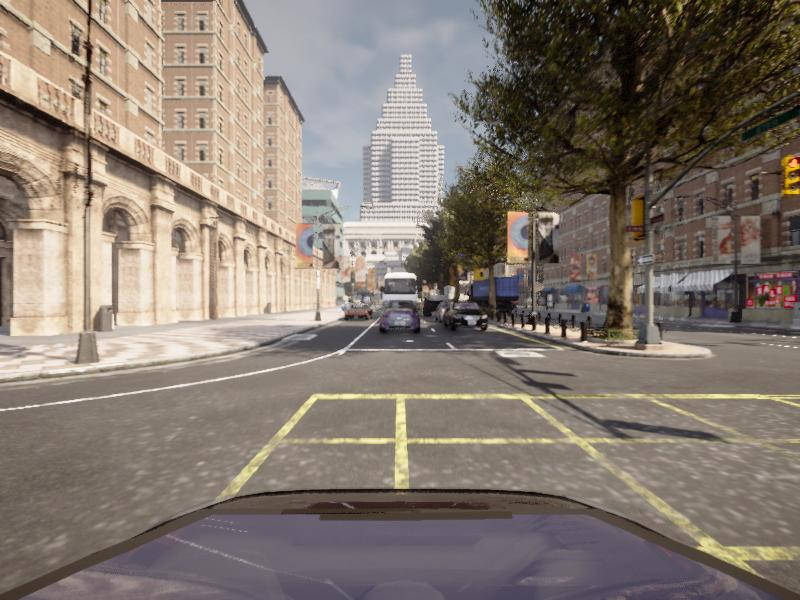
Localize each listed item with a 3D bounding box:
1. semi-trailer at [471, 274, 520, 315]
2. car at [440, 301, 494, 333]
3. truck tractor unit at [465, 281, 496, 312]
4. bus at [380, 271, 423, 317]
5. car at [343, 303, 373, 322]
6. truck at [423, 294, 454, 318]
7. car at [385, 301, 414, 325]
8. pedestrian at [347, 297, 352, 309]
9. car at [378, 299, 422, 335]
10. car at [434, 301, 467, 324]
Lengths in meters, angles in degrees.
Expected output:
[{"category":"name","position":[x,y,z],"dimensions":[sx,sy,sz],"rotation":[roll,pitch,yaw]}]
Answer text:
[{"category":"semi-trailer","position":[11.493,-0.626,49.895],"dimensions":[2.717,4.402,14.254],"rotation":[0,0,0]},{"category":"car","position":[3.501,0.833,21.862],"dimensions":[2.128,1.511,4.902],"rotation":[0,0,0]},{"category":"truck tractor unit","position":[11.507,-0.533,57.812],"dimensions":[3.053,4.208,6.516],"rotation":[0,0,0]},{"category":"bus","position":[0.136,-0.540,41.948],"dimensions":[3.944,4.253,10.273],"rotation":[0,0,0]},{"category":"car","position":[-3.249,0.935,31.643],"dimensions":[1.895,1.301,4.718],"rotation":[0,0,0]},{"category":"truck","position":[3.500,0.538,37.720],"dimensions":[2.390,2.098,6.274],"rotation":[0,0,0]},{"category":"car","position":[-0.001,0.840,27.824],"dimensions":[1.837,1.490,4.892],"rotation":[0,0,0]},{"category":"pedestrian","position":[-8.040,0.477,63.697],"dimensions":[0.751,1.860,0.751],"rotation":[0,0,-3]},{"category":"car","position":[-0.002,0.775,20.697],"dimensions":[2.033,1.649,4.856],"rotation":[0,0,0]},{"category":"car","position":[3.499,0.823,28.399],"dimensions":[1.845,1.501,3.633],"rotation":[0,0,0]}]
